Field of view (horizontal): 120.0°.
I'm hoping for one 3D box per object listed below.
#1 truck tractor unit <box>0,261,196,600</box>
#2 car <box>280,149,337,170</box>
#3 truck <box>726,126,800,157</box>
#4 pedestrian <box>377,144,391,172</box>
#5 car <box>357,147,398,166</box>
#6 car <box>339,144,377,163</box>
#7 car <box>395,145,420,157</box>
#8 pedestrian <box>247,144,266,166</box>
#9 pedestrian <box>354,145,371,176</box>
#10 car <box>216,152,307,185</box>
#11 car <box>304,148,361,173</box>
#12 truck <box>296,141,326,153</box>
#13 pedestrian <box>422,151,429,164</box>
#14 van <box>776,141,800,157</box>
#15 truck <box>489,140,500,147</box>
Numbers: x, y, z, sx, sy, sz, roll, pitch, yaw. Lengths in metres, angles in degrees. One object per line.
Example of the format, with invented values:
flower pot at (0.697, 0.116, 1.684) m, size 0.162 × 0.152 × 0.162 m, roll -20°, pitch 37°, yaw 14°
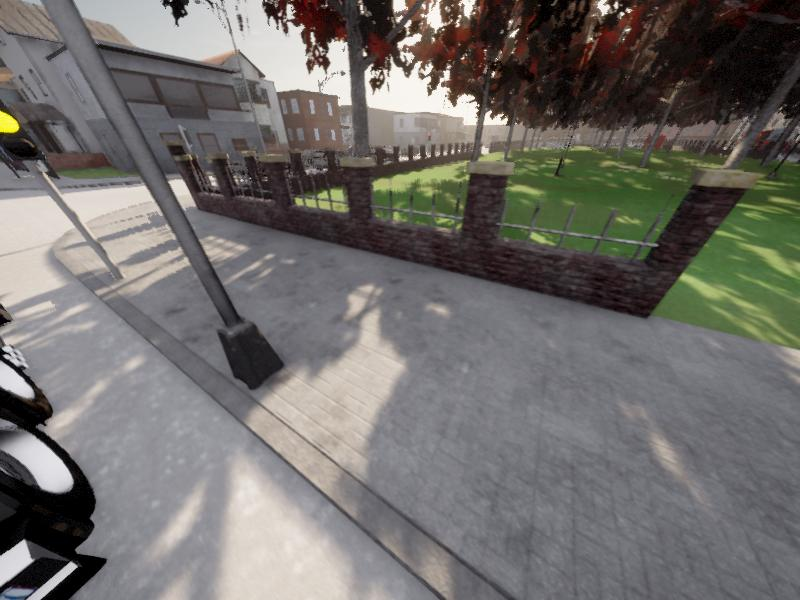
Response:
truck tractor unit at (-5.108, -0.303, 0.791) m, size 6.516 × 4.208 × 3.053 m, roll 18°, pitch 39°, yaw 24°
car at (-9.023, -14.277, 23.283) m, size 2.128 × 1.511 × 4.902 m, roll 18°, pitch 39°, yaw 25°
truck at (58.800, -25.784, 37.576) m, size 2.891 × 3.827 × 8.468 m, roll 18°, pitch 39°, yaw 25°
pedestrian at (-1.268, -11.536, 18.743) m, size 0.751 × 1.860 × 0.751 m, roll 18°, pitch 39°, yaw 25°
car at (-2.339, -16.026, 25.737) m, size 2.128 × 1.511 × 4.902 m, roll 17°, pitch 38°, yaw 23°
car at (-4.997, -18.027, 28.314) m, size 1.932 × 1.855 × 4.605 m, roll 20°, pitch 40°, yaw 27°
car at (1.270, -24.333, 37.661) m, size 1.837 × 1.490 × 4.892 m, roll 18°, pitch 39°, yaw 25°
pedestrian at (-14.226, -14.391, 22.946) m, size 0.751 × 1.860 × 0.751 m, roll 18°, pitch 39°, yaw 24°
pedestrian at (-2.680, -10.147, 16.761) m, size 0.751 × 1.860 × 0.751 m, roll 18°, pitch 39°, yaw 25°
car at (-9.426, -9.375, 16.240) m, size 2.128 × 1.511 × 4.902 m, roll 18°, pitch 39°, yaw 25°
car at (-5.858, -12.698, 20.882) m, size 2.033 × 1.649 × 4.856 m, roll 17°, pitch 38°, yaw 23°
truck at (-20.028, -34.383, 51.763) m, size 6.274 × 2.098 × 2.390 m, roll 19°, pitch 39°, yaw 25°
pedestrian at (2.724, -15.321, 24.814) m, size 0.500 × 1.100 × 0.500 m, roll 20°, pitch 40°, yaw 27°
van at (61.692, -23.335, 35.627) m, size 1.775 × 1.987 × 4.442 m, roll 18°, pitch 39°, yaw 25°
truck at (34.485, -56.991, 84.159) m, size 2.390 × 2.098 × 6.274 m, roll 16°, pitch 38°, yaw 22°
